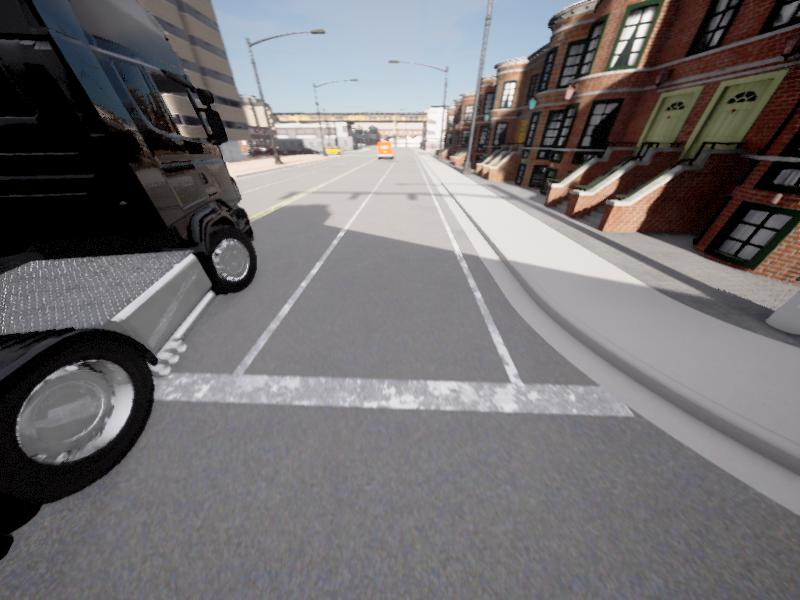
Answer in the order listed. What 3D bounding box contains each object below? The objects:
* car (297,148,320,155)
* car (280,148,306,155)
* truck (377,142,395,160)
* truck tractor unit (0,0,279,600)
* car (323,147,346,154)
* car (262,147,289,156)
[{"bbox_3d":[-21.708,-35.426,55.101,4.674,1.442,1.812,0,34,1],"label":"car"},{"bbox_3d":[-26.924,-37.347,58.073,5.357,1.411,2.033,0,34,1],"label":"car"},{"bbox_3d":[-2.420,-26.094,40.303,2.627,2.467,5.204,1,34,1],"label":"truck"},{"bbox_3d":[-3.824,-0.820,1.560,3.053,4.208,6.516,-7,35,-9],"label":"truck tractor unit"},{"bbox_3d":[-16.441,-37.452,57.908,5.008,1.535,1.882,0,34,0],"label":"car"},{"bbox_3d":[-29.674,-35.445,55.161,4.856,1.649,2.033,-1,34,1],"label":"car"}]
